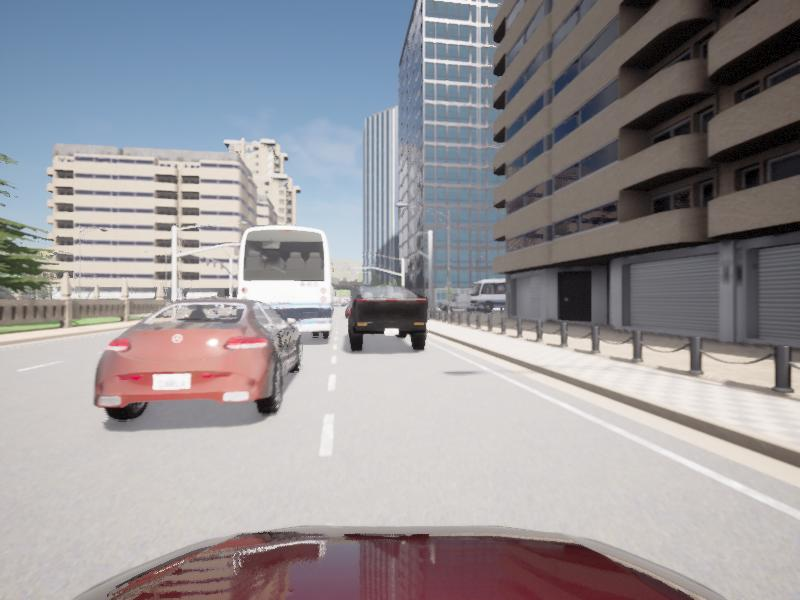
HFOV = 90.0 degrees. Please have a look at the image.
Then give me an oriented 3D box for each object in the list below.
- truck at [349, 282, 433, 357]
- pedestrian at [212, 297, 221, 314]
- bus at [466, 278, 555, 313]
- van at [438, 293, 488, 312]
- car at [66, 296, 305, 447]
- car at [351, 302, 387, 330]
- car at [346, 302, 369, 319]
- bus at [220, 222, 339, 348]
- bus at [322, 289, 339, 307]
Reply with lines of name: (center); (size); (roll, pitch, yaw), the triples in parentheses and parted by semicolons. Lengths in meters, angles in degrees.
truck: (-0.629, 0.549, 14.481); (2.390, 2.098, 6.274); (0, 0, -7)
pedestrian: (-19.710, 0.612, 43.063); (0.751, 1.860, 0.751); (0, 0, -13)
bus: (14.077, -0.567, 51.330); (10.273, 4.253, 3.944); (0, 0, -8)
van: (8.477, 0.345, 54.176); (6.366, 2.431, 2.351); (0, 0, -8)
car: (-2.978, 0.784, 7.028); (2.152, 1.651, 5.027); (0, 0, -9)
car: (-1.931, 0.864, 23.561); (1.816, 1.474, 4.193); (0, 0, -9)
car: (-3.987, 0.897, 37.165); (1.994, 1.385, 4.181); (0, 1, -9)
bus: (-4.878, -0.524, 18.838); (3.944, 4.253, 10.273); (0, 0, -9)
bus: (-16.847, -0.499, 98.025); (3.944, 4.253, 10.273); (0, 0, -9)
